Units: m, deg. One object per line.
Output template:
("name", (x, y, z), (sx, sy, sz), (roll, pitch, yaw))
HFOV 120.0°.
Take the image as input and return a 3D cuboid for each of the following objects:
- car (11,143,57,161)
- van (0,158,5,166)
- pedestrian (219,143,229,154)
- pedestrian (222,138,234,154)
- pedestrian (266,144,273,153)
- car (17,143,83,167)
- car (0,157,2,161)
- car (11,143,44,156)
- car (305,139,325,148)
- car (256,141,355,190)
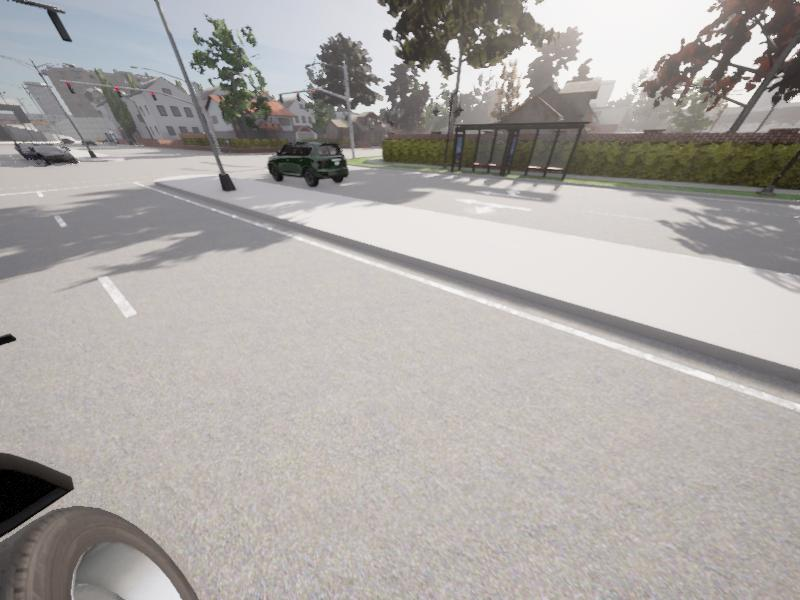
("car", (-41.463, -16.799, 26.182), (4.792, 1.488, 2.163), (22, 41, 28))
("van", (-38.424, -13.330, 20.793), (4.480, 2.038, 2.069), (22, 41, 28))
("pedestrian", (-25.847, -22.292, 33.952), (0.751, 1.300, 0.751), (-16, 38, -21))
("pedestrian", (-25.103, -22.480, 33.739), (0.751, 1.860, 0.751), (29, 44, 35))
("pedestrian", (-20.734, -24.069, 36.688), (0.500, 1.100, 0.500), (22, 41, 28))
("car", (-32.030, -13.315, 21.164), (5.238, 1.638, 1.930), (17, 39, 23))
("car", (-44.396, -15.696, 24.250), (4.605, 1.855, 1.932), (22, 41, 28))
("car", (-52.722, -21.306, 32.661), (4.718, 1.301, 1.895), (22, 41, 28))
("car", (-18.668, -34.469, 50.840), (3.806, 1.475, 1.970), (22, 41, 28))
("car", (-5.508, -8.022, 13.488), (5.566, 2.045, 2.150), (22, 41, 28))
